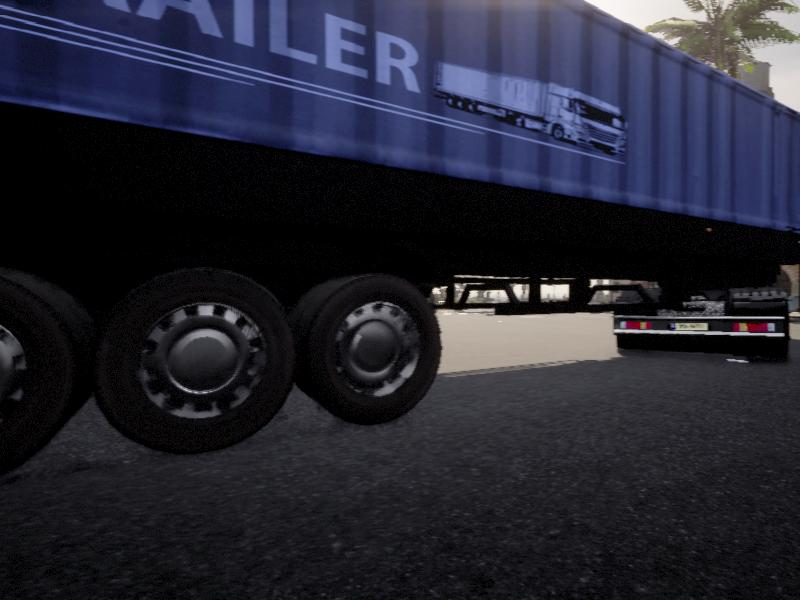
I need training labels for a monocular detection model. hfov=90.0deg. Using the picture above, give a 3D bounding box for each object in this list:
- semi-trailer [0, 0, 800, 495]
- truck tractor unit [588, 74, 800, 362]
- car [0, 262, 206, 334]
[{"bbox_3d":[0.451,-1.241,4.868,14.254,4.402,2.717,0,0,-28],"label":"semi-trailer"},{"bbox_3d":[6.989,-1.154,9.178,3.053,4.208,6.516,-2,-1,41],"label":"truck tractor unit"},{"bbox_3d":[-9.503,-0.056,12.850,5.566,2.045,2.150,0,0,-14],"label":"car"}]
